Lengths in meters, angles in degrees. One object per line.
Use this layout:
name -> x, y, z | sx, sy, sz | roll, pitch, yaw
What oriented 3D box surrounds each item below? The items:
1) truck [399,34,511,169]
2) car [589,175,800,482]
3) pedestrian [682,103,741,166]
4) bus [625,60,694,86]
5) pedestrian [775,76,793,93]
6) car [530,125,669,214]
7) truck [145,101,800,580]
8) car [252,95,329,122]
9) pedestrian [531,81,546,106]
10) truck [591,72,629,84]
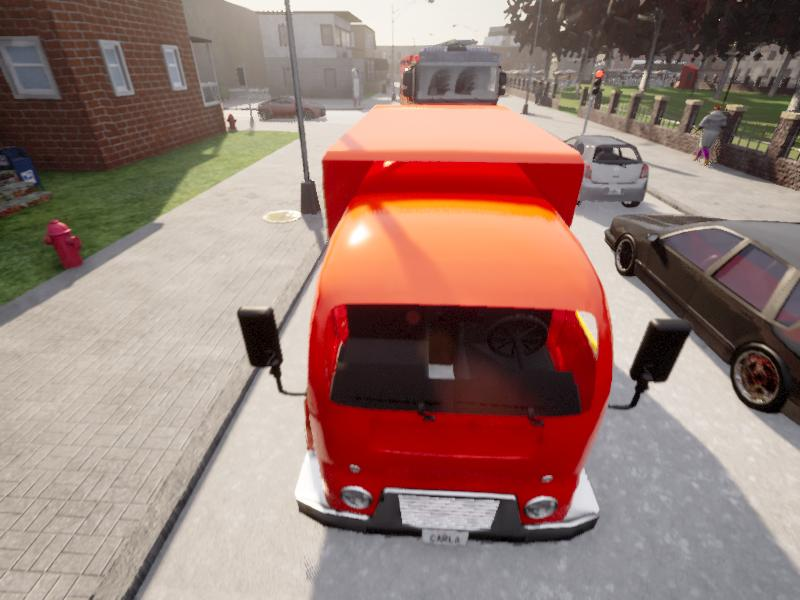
truck -> 1.618, -8.278, 16.360 | 2.891, 3.827, 8.468 | -1, 30, -3
car -> 4.512, -0.180, 4.942 | 2.033, 1.411, 5.357 | 1, 30, 2
pedestrian -> 10.358, -5.520, 13.375 | 0.751, 1.860, 0.751 | 2, 30, 3
bus -> 50.776, -44.573, 78.588 | 10.273, 4.253, 3.944 | 17, 34, 26
pedestrian -> 49.395, -27.711, 51.456 | 0.751, 1.860, 0.751 | 3, 30, 4
car -> 4.996, -3.619, 10.685 | 1.845, 1.501, 3.633 | 1, 30, 1
truck -> 0.440, -0.516, 4.389 | 2.627, 2.467, 5.204 | 2, 32, 3
car -> -6.909, -12.301, 25.632 | 4.181, 1.385, 1.994 | 2, 30, 3
pedestrian -> 11.692, -17.459, 33.780 | 0.751, 1.860, 0.751 | 2, 30, 3
truck -> 43.743, -46.236, 83.338 | 6.274, 2.098, 2.390 | 2, 30, 3
